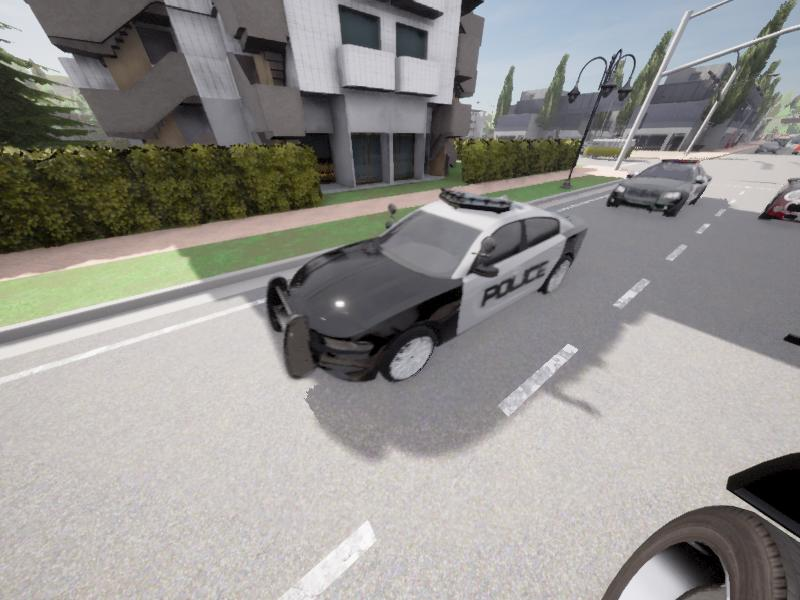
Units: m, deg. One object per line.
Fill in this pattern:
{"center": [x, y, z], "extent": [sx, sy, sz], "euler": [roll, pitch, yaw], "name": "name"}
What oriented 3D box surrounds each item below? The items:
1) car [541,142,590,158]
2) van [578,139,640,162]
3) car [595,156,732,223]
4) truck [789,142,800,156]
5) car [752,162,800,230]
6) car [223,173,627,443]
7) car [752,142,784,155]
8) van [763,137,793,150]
{"center": [22.517, -20.683, 31.683], "extent": [2.033, 1.649, 4.856], "euler": [-24, 41, -30], "name": "car"}
{"center": [23.338, -16.927, 26.039], "extent": [1.775, 1.987, 4.442], "euler": [-24, 42, -30], "name": "van"}
{"center": [9.900, -4.344, 8.680], "extent": [4.974, 1.542, 2.038], "euler": [-22, 41, -28], "name": "car"}
{"center": [55.994, -21.006, 31.168], "extent": [5.204, 2.467, 2.627], "euler": [-22, 41, -28], "name": "truck"}
{"center": [13.213, -3.209, 7.088], "extent": [3.806, 1.475, 1.970], "euler": [-22, 41, -28], "name": "car"}
{"center": [0.833, -0.705, 3.481], "extent": [5.238, 1.638, 1.930], "euler": [-22, 41, -28], "name": "car"}
{"center": [53.276, -21.938, 33.398], "extent": [4.674, 1.442, 1.812], "euler": [-22, 41, -28], "name": "car"}
{"center": [70.747, -29.286, 43.188], "extent": [4.480, 2.038, 2.069], "euler": [-22, 41, -28], "name": "van"}
